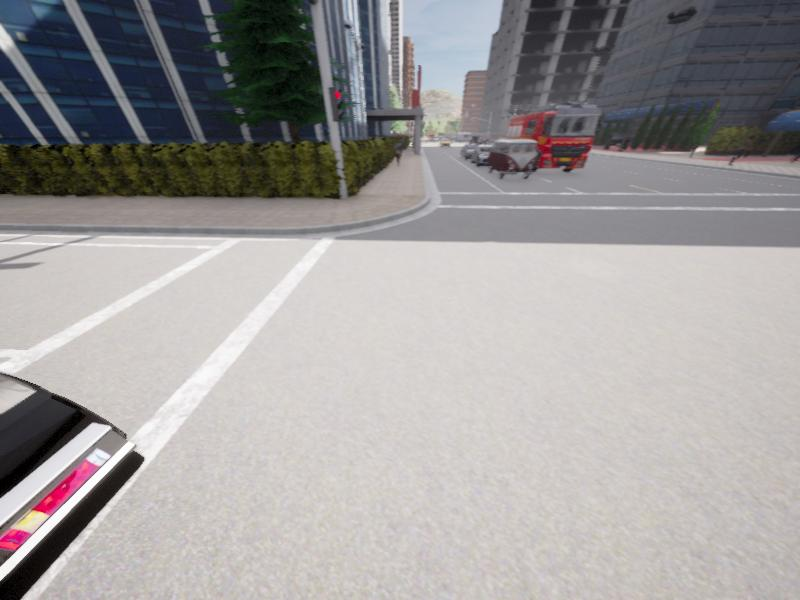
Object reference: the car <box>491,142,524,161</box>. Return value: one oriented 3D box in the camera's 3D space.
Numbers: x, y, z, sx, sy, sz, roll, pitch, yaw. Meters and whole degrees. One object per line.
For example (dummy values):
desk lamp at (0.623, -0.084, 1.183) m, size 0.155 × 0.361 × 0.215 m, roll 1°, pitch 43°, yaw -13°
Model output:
car at (11.081, -15.559, 24.114) m, size 1.845 × 1.501 × 3.633 m, roll 2°, pitch 36°, yaw 3°

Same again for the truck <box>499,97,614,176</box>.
truck at (10.602, -12.092, 17.308) m, size 2.891 × 3.827 × 8.468 m, roll 2°, pitch 36°, yaw 3°

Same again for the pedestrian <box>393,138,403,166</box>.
pedestrian at (-0.146, -11.837, 18.523) m, size 0.751 × 1.860 × 0.751 m, roll 1°, pitch 36°, yaw 3°

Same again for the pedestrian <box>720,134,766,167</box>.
pedestrian at (23.949, -10.458, 16.177) m, size 0.751 × 1.860 × 0.751 m, roll 0°, pitch 36°, yaw 1°

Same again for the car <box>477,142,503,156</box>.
car at (11.501, -19.533, 29.797) m, size 1.994 × 1.385 × 4.181 m, roll 1°, pitch 36°, yaw 3°

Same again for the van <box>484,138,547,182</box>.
van at (6.845, -8.775, 14.320) m, size 1.775 × 1.987 × 4.442 m, roll 2°, pitch 36°, yaw 3°

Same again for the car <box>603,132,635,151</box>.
car at (32.006, -23.401, 33.975) m, size 2.390 × 2.098 × 6.274 m, roll 21°, pitch 41°, yaw 27°

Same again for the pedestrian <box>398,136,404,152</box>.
pedestrian at (0.192, -23.348, 34.595) m, size 0.751 × 1.860 × 0.751 m, roll 3°, pitch 36°, yaw 5°

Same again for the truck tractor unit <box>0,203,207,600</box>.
truck tractor unit at (-5.353, 0.107, 0.207) m, size 6.516 × 4.208 × 3.053 m, roll 4°, pitch 36°, yaw 7°

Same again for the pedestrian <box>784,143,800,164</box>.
pedestrian at (30.352, -11.256, 17.175) m, size 0.751 × 1.860 × 0.751 m, roll 5°, pitch 36°, yaw 8°

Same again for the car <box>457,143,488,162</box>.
car at (7.625, -15.951, 24.838) m, size 2.033 × 1.411 × 5.357 m, roll 2°, pitch 36°, yaw 3°

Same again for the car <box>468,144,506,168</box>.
car at (7.233, -12.230, 19.576) m, size 1.970 × 1.475 × 3.806 m, roll 2°, pitch 36°, yaw 3°

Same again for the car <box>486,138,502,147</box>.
car at (19.976, -33.501, 49.065) m, size 1.970 × 1.475 × 3.806 m, roll 2°, pitch 36°, yaw 3°

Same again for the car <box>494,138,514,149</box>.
car at (19.556, -29.621, 43.638) m, size 1.837 × 1.490 × 4.892 m, roll 2°, pitch 36°, yaw 3°
